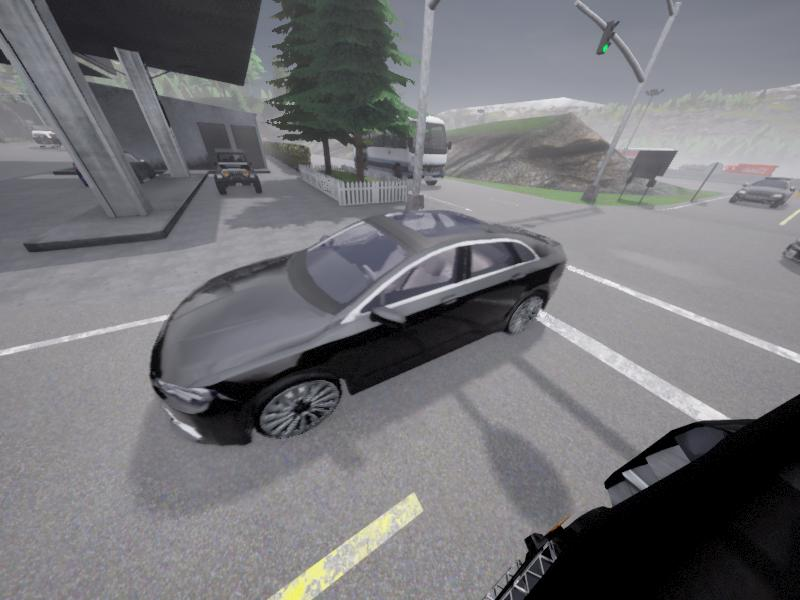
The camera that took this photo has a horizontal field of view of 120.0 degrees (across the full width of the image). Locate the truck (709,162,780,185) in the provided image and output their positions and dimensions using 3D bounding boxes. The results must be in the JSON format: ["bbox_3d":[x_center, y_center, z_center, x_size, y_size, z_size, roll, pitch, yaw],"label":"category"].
[{"bbox_3d":[52.041,-19.282,35.089,2.627,2.467,5.204,-16,38,-26],"label":"truck"}]

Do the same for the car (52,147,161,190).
[{"bbox_3d":[-15.821,-7.473,12.936,2.242,1.667,4.611,-16,38,-26],"label":"car"}]

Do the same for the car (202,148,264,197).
[{"bbox_3d":[-8.741,-6.878,12.282,1.905,1.878,3.866,-16,38,-26],"label":"car"}]

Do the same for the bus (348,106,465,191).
[{"bbox_3d":[-0.335,-11.904,18.341,3.944,4.253,10.273,-16,38,-26],"label":"bus"}]

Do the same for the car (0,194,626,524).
[{"bbox_3d":[0.062,-0.242,2.945,4.902,1.511,2.128,-15,38,-25],"label":"car"}]

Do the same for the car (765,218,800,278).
[{"bbox_3d":[12.169,-0.768,4.647,4.611,1.667,2.242,28,41,34],"label":"car"}]

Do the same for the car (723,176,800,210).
[{"bbox_3d":[23.825,-7.074,15.039,4.974,1.542,2.038,-16,38,-26],"label":"car"}]

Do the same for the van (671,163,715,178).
[{"bbox_3d":[54.654,-24.220,43.159,1.775,1.987,4.442,-16,38,-26],"label":"van"}]

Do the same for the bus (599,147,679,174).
[{"bbox_3d":[50.012,-29.699,48.996,3.944,4.253,10.273,-16,38,-26],"label":"bus"}]

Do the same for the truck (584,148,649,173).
[{"bbox_3d":[43.492,-28.391,46.913,2.891,3.827,8.468,-16,38,-26],"label":"truck"}]
